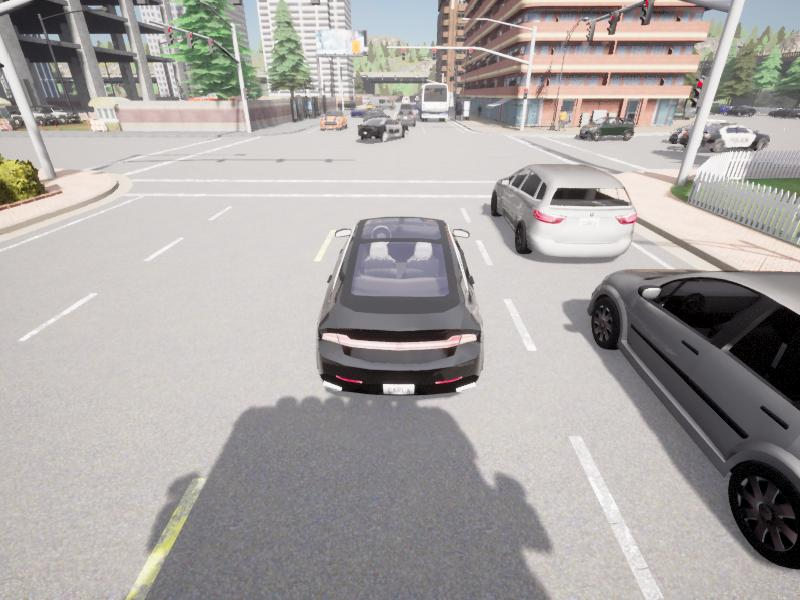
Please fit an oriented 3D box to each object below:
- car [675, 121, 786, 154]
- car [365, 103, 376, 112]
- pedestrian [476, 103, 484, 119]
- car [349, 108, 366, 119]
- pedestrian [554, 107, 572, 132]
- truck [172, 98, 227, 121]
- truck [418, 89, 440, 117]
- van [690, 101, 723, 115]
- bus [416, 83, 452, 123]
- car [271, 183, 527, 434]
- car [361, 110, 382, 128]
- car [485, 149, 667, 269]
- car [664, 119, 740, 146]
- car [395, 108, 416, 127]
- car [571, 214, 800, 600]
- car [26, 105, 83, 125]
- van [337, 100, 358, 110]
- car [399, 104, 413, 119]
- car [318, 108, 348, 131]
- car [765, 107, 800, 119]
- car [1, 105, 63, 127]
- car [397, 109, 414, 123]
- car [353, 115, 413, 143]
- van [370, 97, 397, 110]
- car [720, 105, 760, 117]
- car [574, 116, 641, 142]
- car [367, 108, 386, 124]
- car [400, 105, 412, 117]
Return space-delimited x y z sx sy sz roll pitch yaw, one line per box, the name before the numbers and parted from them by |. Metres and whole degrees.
car | 19.296 -9.586 23.503 4.974 1.542 2.038 -6 27 -11
car | -5.819 -38.245 79.472 1.882 1.535 5.008 0 27 0
pedestrian | 10.661 -25.266 53.438 0.751 1.860 0.751 0 27 0
car | -6.145 -27.474 58.748 1.895 1.301 4.718 0 27 1
pedestrian | 13.720 -15.186 33.673 0.751 1.860 0.751 -16 31 -28
truck | -25.066 -23.995 50.333 5.204 2.467 2.615 0 27 1
truck | 4.444 -31.281 63.386 2.891 3.827 8.468 0 27 1
van | 51.570 -32.393 67.450 1.775 1.987 4.442 1 27 1
bus | 4.139 -25.663 51.983 3.944 4.253 10.273 0 27 1
car | 0.022 -0.455 5.857 2.128 1.511 4.902 0 27 1
car | -2.903 -19.098 42.206 1.837 1.490 4.892 0 27 1
car | 3.605 -2.399 9.470 2.242 1.667 4.611 1 27 1
car | 20.350 -11.372 27.047 3.806 1.475 1.970 -9 29 -18
car | 0.606 -19.993 43.757 2.242 1.667 4.611 0 27 1
car | 3.494 0.484 3.923 1.851 1.617 3.988 0 27 1
car | -36.821 -19.821 42.768 3.866 1.878 1.905 0 27 1
van | -11.807 -44.137 90.461 4.442 1.987 1.775 1 27 1
car | 0.817 -26.460 56.116 1.905 1.878 3.866 0 27 1
car | -6.454 -17.659 39.075 2.097 1.767 4.553 0 27 1
car | 54.702 -26.340 56.290 2.033 1.411 5.357 1 27 2
car | -36.858 -18.478 40.152 3.866 1.878 1.905 0 27 1
car | 0.726 -23.170 50.252 2.033 1.411 5.357 0 27 1
car | -1.113 -12.697 29.526 1.930 1.638 5.238 15 30 26
van | -3.694 -44.328 90.181 5.915 2.561 1.988 1 27 1
car | 51.403 -28.594 60.578 1.837 1.490 4.892 1 27 1
car | 15.048 -12.479 29.121 3.705 1.549 1.789 -5 28 -10
car | -2.804 -22.389 48.619 1.837 1.490 4.892 0 27 1
car | 0.928 -29.951 63.303 1.801 1.575 5.366 0 27 1
